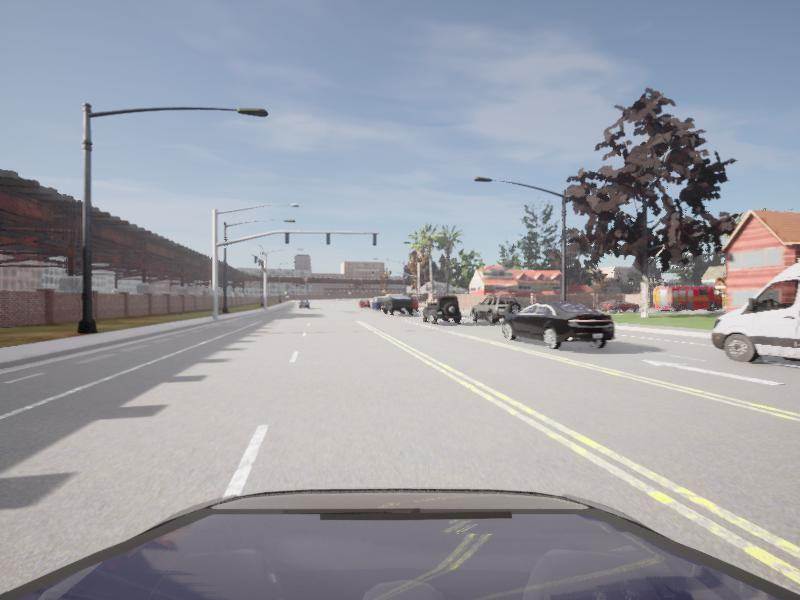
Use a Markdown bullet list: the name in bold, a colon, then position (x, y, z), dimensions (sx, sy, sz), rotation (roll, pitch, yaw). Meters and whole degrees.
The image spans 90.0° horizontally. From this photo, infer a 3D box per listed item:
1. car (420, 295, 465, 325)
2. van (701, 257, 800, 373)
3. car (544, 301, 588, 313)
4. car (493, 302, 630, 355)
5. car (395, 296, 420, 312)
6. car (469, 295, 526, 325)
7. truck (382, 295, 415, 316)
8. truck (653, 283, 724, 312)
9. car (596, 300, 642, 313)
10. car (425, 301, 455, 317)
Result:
- **car**: position (2.778, 0.646, 26.976), dimensions (1.905, 1.878, 3.866), rotation (0, 0, -11)
- **van**: position (9.914, 0.322, 8.427), dimensions (1.988, 2.561, 5.915), rotation (0, 0, -11)
- **car**: position (20.569, 0.844, 49.556), dimensions (4.892, 1.490, 1.837), rotation (0, 0, -13)
- **car**: position (5.357, 0.836, 14.192), dimensions (2.128, 1.511, 4.902), rotation (0, 0, -11)
- **car**: position (0.940, 0.544, 53.732), dimensions (2.150, 2.045, 5.566), rotation (0, 0, -11)
- **car**: position (6.368, 0.648, 26.755), dimensions (1.932, 1.855, 4.605), rotation (0, -1, -11)
- **truck**: position (-0.282, 0.538, 42.113), dimensions (2.390, 2.098, 6.274), rotation (0, 0, -11)
- **truck**: position (38.677, -0.321, 53.696), dimensions (8.468, 3.827, 2.891), rotation (0, 0, -13)
- **car**: position (28.063, 0.780, 51.253), dimensions (5.027, 1.651, 2.152), rotation (0, 0, -13)
- **car**: position (3.861, 0.852, 39.286), dimensions (1.970, 1.475, 3.806), rotation (0, 0, -11)
